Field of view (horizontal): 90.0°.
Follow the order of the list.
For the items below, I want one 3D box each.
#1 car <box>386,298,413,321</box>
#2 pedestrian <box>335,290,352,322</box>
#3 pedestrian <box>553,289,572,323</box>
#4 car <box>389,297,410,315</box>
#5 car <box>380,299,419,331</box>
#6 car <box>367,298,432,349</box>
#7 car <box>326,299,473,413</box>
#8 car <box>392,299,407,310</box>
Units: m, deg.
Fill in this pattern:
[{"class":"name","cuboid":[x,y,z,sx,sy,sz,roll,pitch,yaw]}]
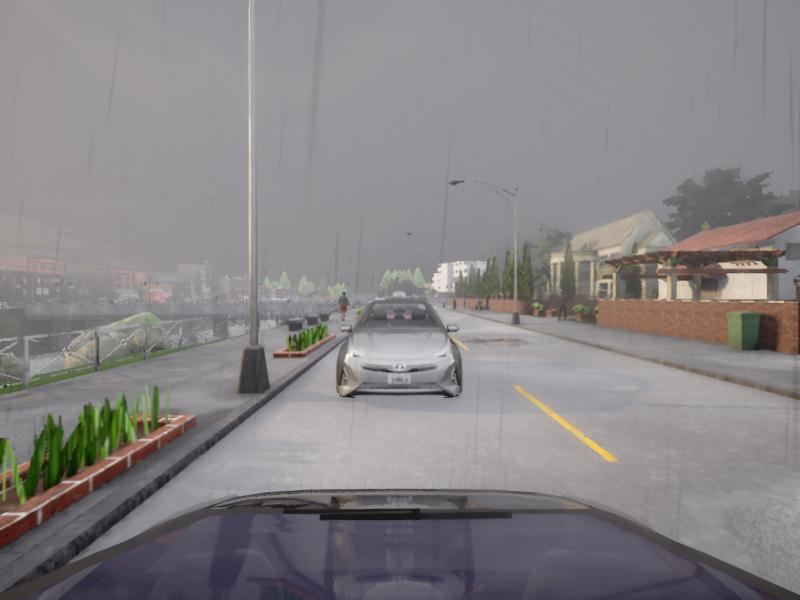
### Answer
[{"class":"car","cuboid":[-0.043,0.608,28.449,1.845,1.501,3.633,0,1,0]},{"class":"pedestrian","cuboid":[-3.340,0.354,23.671,0.751,1.860,0.751,0,0,12]},{"class":"pedestrian","cuboid":[9.133,0.345,22.453,0.751,1.860,0.751,0,0,1]},{"class":"car","cuboid":[-0.055,0.540,37.701,1.882,1.535,5.008,0,0,0]},{"class":"car","cuboid":[-0.031,0.691,20.761,1.816,1.474,4.193,0,0,0]},{"class":"car","cuboid":[-0.022,0.710,14.506,2.007,1.525,4.514,0,0,0]},{"class":"car","cuboid":[-0.012,0.758,7.708,2.007,1.525,4.514,0,0,0]},{"class":"car","cuboid":[-0.078,0.518,52.727,1.994,1.385,4.181,0,0,0]}]
